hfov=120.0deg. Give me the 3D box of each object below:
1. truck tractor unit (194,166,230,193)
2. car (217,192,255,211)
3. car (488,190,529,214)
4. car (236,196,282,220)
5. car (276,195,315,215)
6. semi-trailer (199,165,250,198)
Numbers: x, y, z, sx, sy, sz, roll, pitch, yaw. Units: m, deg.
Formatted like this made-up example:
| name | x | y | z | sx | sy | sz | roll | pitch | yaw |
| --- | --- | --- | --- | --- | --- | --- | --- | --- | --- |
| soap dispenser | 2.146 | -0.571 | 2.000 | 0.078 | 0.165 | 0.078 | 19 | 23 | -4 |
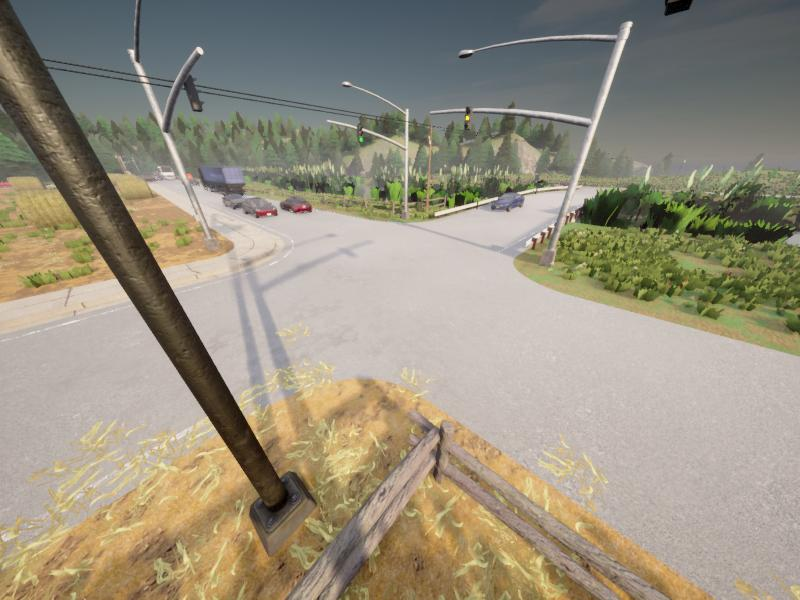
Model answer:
| name | x | y | z | sx | sy | sz | roll | pitch | yaw |
| --- | --- | --- | --- | --- | --- | --- | --- | --- | --- |
| truck tractor unit | -35.859 | -23.052 | 44.007 | 6.516 | 4.208 | 3.053 | 25 | 38 | 36 |
| car | -19.213 | -11.586 | 26.983 | 5.357 | 1.411 | 2.033 | 25 | 38 | 36 |
| car | 11.213 | -10.164 | 23.755 | 4.674 | 1.442 | 1.812 | -28 | 40 | -35 |
| car | -13.844 | -9.098 | 22.586 | 4.792 | 1.488 | 2.163 | 25 | 38 | 36 |
| car | -11.150 | -10.165 | 24.547 | 4.181 | 1.385 | 1.994 | 25 | 39 | 37 |
| semi-trailer | -30.093 | -20.422 | 39.255 | 14.254 | 4.402 | 2.717 | 25 | 38 | 36 |
